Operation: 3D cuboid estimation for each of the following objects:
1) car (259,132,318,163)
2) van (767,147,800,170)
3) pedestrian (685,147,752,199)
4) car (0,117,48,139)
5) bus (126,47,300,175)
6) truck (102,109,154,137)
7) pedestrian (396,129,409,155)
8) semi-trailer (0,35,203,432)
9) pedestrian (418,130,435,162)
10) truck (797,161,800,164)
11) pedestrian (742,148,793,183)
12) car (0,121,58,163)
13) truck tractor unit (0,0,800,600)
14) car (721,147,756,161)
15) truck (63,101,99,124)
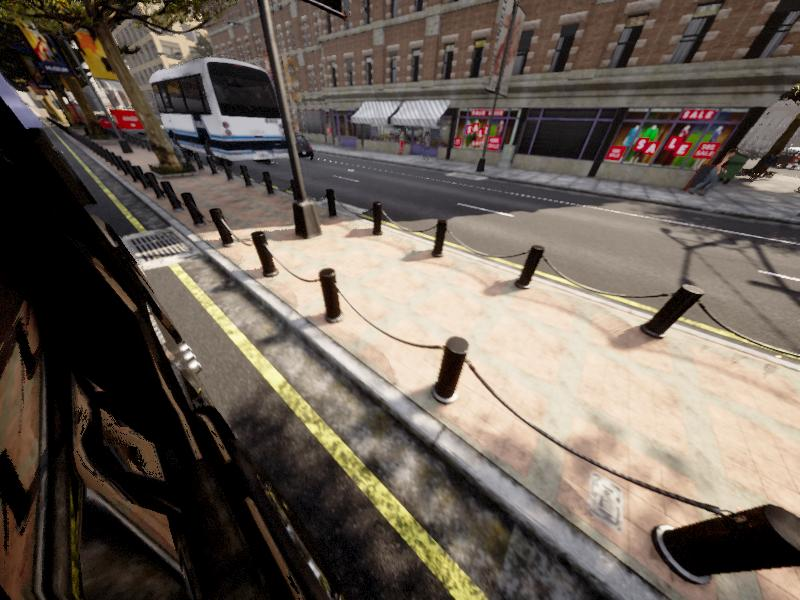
[{"bbox_3d":[-7.775,-10.711,16.132,3.633,1.501,1.845,28,43,29],"label":"car"},{"bbox_3d":[46.055,-16.399,26.793,2.069,2.038,4.480,27,43,29],"label":"van"},{"bbox_3d":[13.809,-5.564,10.119,0.751,1.860,0.751,24,42,26],"label":"pedestrian"},{"bbox_3d":[-35.240,-16.067,21.587,5.357,1.411,2.033,28,43,29],"label":"car"},{"bbox_3d":[-11.065,-10.734,13.683,10.273,4.253,3.944,28,43,29],"label":"bus"},{"bbox_3d":[-33.323,-21.706,28.323,5.204,2.467,2.627,28,43,29],"label":"truck"},{"bbox_3d":[0.194,-13.720,20.090,0.751,1.860,0.751,26,43,28],"label":"pedestrian"},{"bbox_3d":[-8.762,-3.568,4.154,14.254,4.402,2.717,27,43,29],"label":"semi-trailer"},{"bbox_3d":[1.951,-11.254,16.921,0.751,1.860,0.751,31,45,32],"label":"pedestrian"},{"bbox_3d":[59.415,-19.927,30.863,2.891,3.827,8.468,27,43,29],"label":"truck"},{"bbox_3d":[23.607,-8.679,14.904,0.751,1.860,0.751,27,43,28],"label":"pedestrian"},{"bbox_3d":[-21.270,-8.839,12.755,4.974,1.542,2.038,28,44,29],"label":"car"},{"bbox_3d":[-2.645,-0.295,0.351,6.516,4.208,3.053,28,44,30],"label":"truck tractor unit"},{"bbox_3d":[59.811,-25.949,40.983,2.152,1.651,5.027,27,43,29],"label":"car"},{"bbox_3d":[-73.605,-43.283,53.293,8.468,3.827,2.891,28,43,29],"label":"truck"}]
